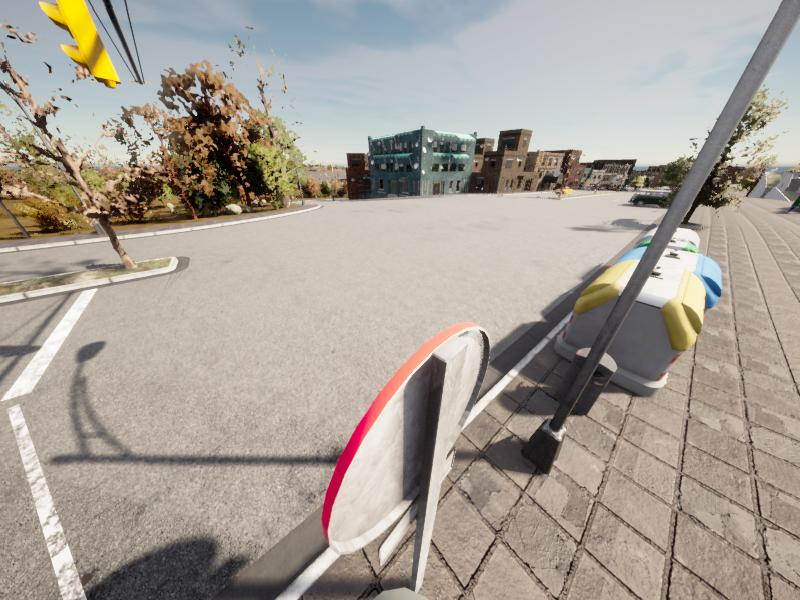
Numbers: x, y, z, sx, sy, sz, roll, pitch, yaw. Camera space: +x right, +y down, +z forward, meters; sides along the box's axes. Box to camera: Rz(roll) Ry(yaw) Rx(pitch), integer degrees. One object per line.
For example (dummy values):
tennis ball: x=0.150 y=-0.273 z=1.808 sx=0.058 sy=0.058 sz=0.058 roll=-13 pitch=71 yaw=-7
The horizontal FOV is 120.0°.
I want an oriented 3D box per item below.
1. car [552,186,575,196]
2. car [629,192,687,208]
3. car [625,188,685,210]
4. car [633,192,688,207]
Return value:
car: x=31.975 y=-21.300 z=45.181 sx=5.008 sy=1.535 sz=1.882 roll=-21 pitch=36 yaw=-35
car: x=34.472 y=-13.468 z=31.109 sx=4.674 sy=1.452 sz=2.002 roll=17 pitch=32 yaw=25
car: x=32.099 y=-12.864 z=29.311 sx=4.442 sy=1.987 sz=1.878 roll=17 pitch=33 yaw=25
car: x=36.754 y=-14.328 z=32.812 sx=4.674 sy=1.452 sz=2.002 roll=17 pitch=33 yaw=25
